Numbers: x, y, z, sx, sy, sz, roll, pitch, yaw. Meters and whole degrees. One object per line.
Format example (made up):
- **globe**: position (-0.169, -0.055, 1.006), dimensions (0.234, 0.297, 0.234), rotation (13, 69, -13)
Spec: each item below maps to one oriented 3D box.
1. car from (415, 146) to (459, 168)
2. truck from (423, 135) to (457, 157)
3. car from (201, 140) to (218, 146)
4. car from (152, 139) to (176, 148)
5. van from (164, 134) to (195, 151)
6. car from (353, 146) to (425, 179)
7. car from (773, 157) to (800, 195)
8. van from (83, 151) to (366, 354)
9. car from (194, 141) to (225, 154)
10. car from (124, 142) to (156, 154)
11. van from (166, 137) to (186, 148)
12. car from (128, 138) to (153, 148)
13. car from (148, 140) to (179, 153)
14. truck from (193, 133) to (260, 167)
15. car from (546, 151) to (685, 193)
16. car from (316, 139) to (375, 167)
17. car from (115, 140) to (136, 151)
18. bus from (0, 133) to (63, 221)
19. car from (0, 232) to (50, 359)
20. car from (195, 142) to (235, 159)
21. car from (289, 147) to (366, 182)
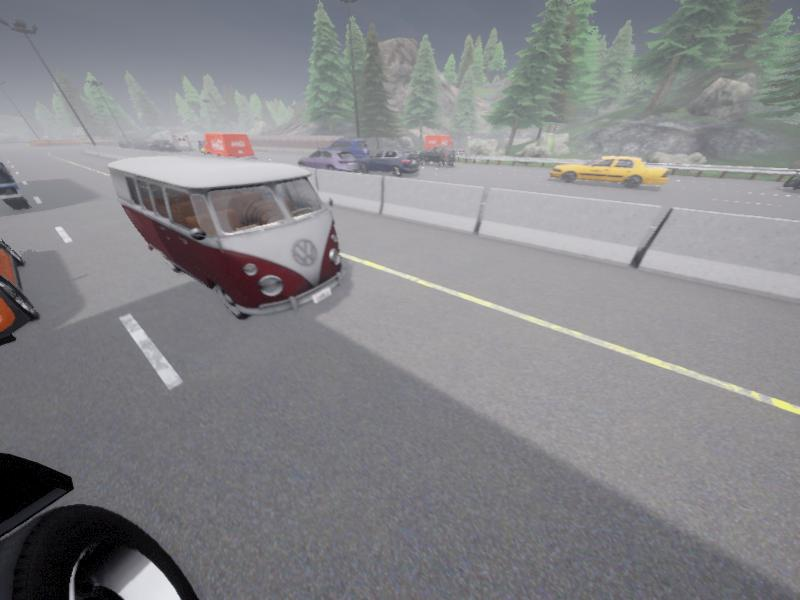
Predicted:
- **car**: position (3.399, -13.552, 21.806), dimensions (3.705, 1.549, 1.789), rotation (29, 44, 35)
- **truck**: position (5.842, -22.349, 33.505), dimensions (2.627, 2.467, 5.204), rotation (22, 40, 27)
- **car**: position (-51.520, -42.563, 62.607), dimensions (1.970, 1.475, 3.806), rotation (-6, 36, -9)
- **car**: position (-55.752, -37.057, 54.634), dimensions (2.242, 1.667, 4.611), rotation (-13, 37, -18)
- **van**: position (-40.572, -28.962, 42.509), dimensions (6.366, 2.431, 2.351), rotation (27, 43, 33)
- **car**: position (-0.821, -10.106, 16.787), dimensions (4.611, 1.667, 2.242), rotation (22, 41, 27)
- **car**: position (22.425, -5.580, 10.694), dimensions (4.974, 1.542, 2.038), rotation (22, 41, 28)
- **van**: position (-2.925, -1.278, 3.972), dimensions (4.442, 1.987, 1.775), rotation (22, 41, 28)
- **car**: position (-30.478, -24.406, 36.957), dimensions (4.892, 1.490, 1.837), rotation (22, 41, 27)
- **car**: position (-39.633, -23.140, 35.186), dimensions (4.181, 1.385, 1.994), rotation (22, 41, 28)
- **van**: position (-50.393, -35.521, 52.072), dimensions (2.069, 2.038, 4.480), rotation (-18, 39, -24)
- **car**: position (-58.052, -35.206, 51.770), dimensions (2.097, 1.767, 4.553), rotation (-14, 38, -20)
- **car**: position (-39.366, -25.612, 38.454), dimensions (4.611, 1.667, 2.242), rotation (23, 41, 29)
- **truck**: position (-16.329, -14.215, 21.787), dimensions (5.204, 2.467, 2.627), rotation (22, 41, 27)
- **car**: position (11.763, -7.453, 13.214), dimensions (5.366, 1.575, 1.801), rotation (22, 41, 28)
- **car**: position (-5.376, -14.544, 22.715), dimensions (5.566, 2.045, 2.150), rotation (22, 41, 27)
- **car**: position (-50.877, -28.806, 42.947), dimensions (1.789, 1.549, 3.705), rotation (-26, 43, -32)
- **bus**: position (-17.401, -5.662, 8.095), dimensions (10.273, 4.253, 3.944), rotation (22, 40, 28)
- **car**: position (-7.135, -0.443, 2.916), dimensions (4.553, 1.767, 2.097), rotation (22, 41, 28)
- **car**: position (-23.767, -19.293, 29.689), dimensions (5.366, 1.575, 1.801), rotation (22, 41, 27)
- **car**: position (-4.888, -9.273, 15.607), dimensions (4.856, 1.649, 2.033), rotation (22, 41, 27)
